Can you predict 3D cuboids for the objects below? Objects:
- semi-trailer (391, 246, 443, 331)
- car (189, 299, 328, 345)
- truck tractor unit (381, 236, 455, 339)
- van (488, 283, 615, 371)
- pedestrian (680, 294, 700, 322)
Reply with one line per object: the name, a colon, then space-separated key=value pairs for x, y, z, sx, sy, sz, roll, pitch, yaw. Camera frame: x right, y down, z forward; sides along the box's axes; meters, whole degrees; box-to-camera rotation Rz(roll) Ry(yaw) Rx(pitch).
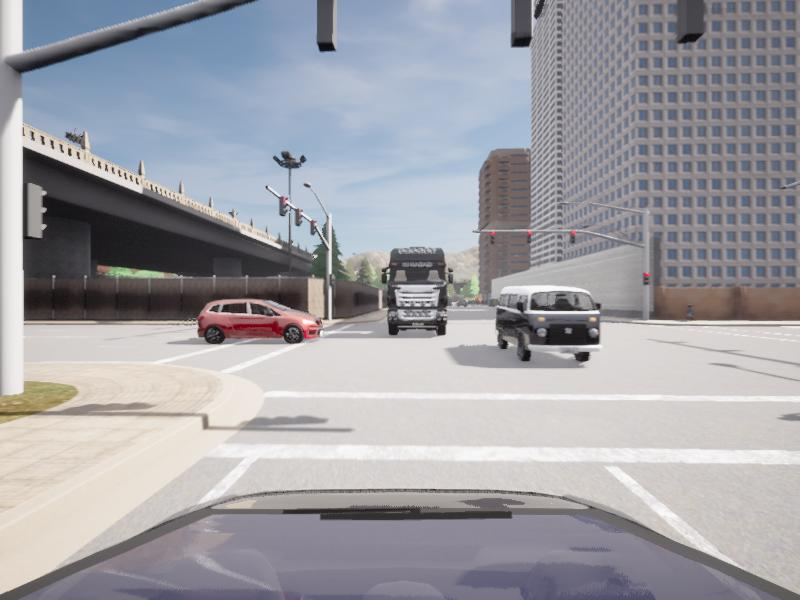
semi-trailer: x=1.120 y=-0.623 z=27.673 sx=2.717 sy=4.402 sz=14.254 roll=0 pitch=0 yaw=2
car: x=-5.363 y=0.798 z=15.663 sx=4.611 sy=1.667 sz=2.242 roll=0 pitch=0 yaw=2
truck tractor unit: x=0.843 y=-0.501 z=19.768 sx=3.053 sy=4.208 sz=6.516 roll=0 pitch=0 yaw=2
van: x=4.031 y=0.587 z=11.596 sx=2.069 sy=2.038 sz=4.480 roll=0 pitch=1 yaw=2
pedestrian: x=19.465 y=0.521 z=26.853 sx=0.751 sy=1.860 sz=0.751 roll=0 pitch=0 yaw=-3
